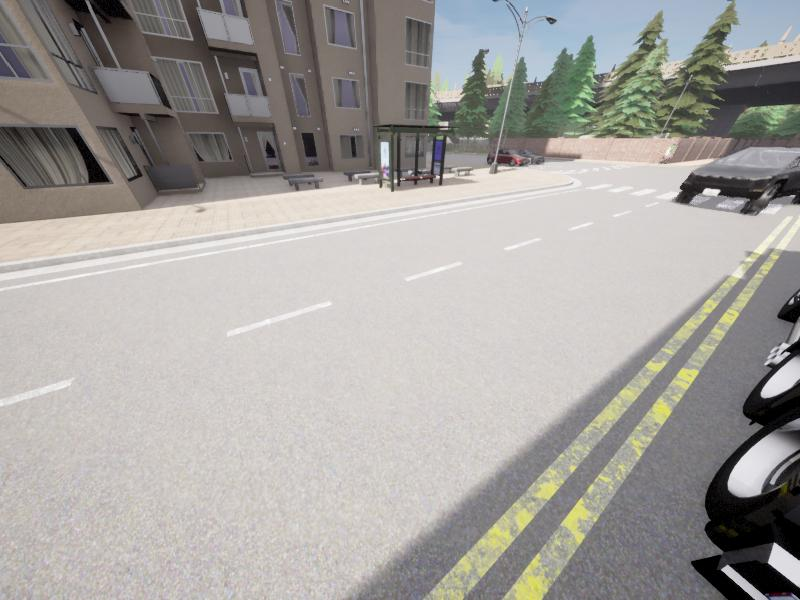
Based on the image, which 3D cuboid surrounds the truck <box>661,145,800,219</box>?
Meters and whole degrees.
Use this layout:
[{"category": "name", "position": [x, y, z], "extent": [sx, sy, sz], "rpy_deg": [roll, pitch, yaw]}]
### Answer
[{"category": "truck", "position": [14.797, -5.023, 9.449], "extent": [6.274, 2.098, 2.390], "rpy_deg": [-12, 36, -16]}]

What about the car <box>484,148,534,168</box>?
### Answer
[{"category": "car", "position": [11.058, -14.706, 23.813], "extent": [1.816, 1.474, 4.193], "rpy_deg": [-20, 39, -26]}]

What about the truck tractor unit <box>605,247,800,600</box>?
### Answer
[{"category": "truck tractor unit", "position": [5.080, -0.330, 0.821], "extent": [6.516, 4.208, 3.053], "rpy_deg": [-19, 39, -25]}]

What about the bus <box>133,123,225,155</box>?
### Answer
[{"category": "bus", "position": [-37.295, -27.927, 39.991], "extent": [10.273, 4.253, 3.944], "rpy_deg": [-19, 39, -24]}]

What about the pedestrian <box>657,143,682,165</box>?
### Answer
[{"category": "pedestrian", "position": [27.762, -15.093, 23.847], "extent": [0.751, 1.860, 0.751], "rpy_deg": [10, 36, 13]}]

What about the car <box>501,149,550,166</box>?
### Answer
[{"category": "car", "position": [13.806, -15.898, 25.638], "extent": [1.994, 1.385, 4.181], "rpy_deg": [-20, 40, -27]}]
